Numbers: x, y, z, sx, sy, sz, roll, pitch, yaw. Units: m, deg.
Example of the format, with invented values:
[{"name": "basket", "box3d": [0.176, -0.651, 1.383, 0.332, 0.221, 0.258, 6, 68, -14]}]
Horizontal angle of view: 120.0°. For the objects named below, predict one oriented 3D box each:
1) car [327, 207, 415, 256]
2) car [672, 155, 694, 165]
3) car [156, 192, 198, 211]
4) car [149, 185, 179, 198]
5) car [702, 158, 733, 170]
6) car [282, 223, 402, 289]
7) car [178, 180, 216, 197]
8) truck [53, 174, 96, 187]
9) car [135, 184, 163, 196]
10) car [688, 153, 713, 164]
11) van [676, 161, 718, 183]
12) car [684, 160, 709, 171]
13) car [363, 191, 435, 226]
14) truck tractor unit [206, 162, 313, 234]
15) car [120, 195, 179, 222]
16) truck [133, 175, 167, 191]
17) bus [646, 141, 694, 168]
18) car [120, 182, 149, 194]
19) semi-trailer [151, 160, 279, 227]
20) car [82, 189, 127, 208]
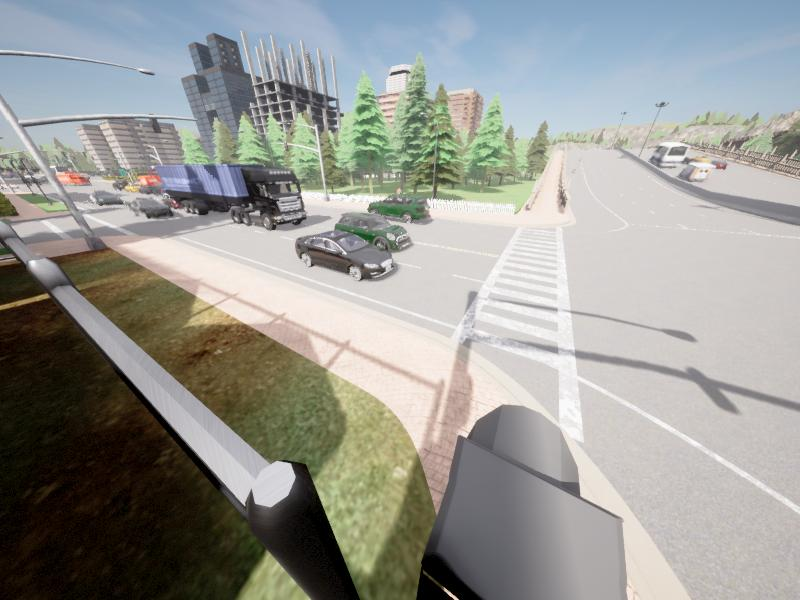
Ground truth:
[{"name": "car", "box3d": [-1.649, -4.057, 13.237, 4.553, 1.767, 2.097, 17, 34, 27]}, {"name": "car", "box3d": [65.657, -32.492, 53.660, 1.816, 1.474, 4.193, 16, 41, 26]}, {"name": "car", "box3d": [-24.625, -10.963, 25.541, 3.806, 1.475, 1.970, 17, 34, 28]}, {"name": "car", "box3d": [-35.779, -16.477, 34.990, 3.705, 1.549, 1.789, 17, 34, 27]}, {"name": "car", "box3d": [65.515, -28.179, 47.799, 2.163, 1.488, 4.792, 16, 41, 26]}, {"name": "car", "box3d": [-2.551, -2.155, 10.227, 4.902, 1.511, 2.128, 17, 34, 27]}, {"name": "car", "box3d": [-31.949, -17.567, 36.387, 5.566, 2.045, 2.150, 17, 34, 27]}, {"name": "truck", "box3d": [-75.444, -27.756, 53.608, 5.204, 2.467, 2.627, 2, 30, 4]}, {"name": "car", "box3d": [-41.167, -18.094, 37.870, 4.193, 1.474, 1.816, 17, 34, 27]}, {"name": "car", "box3d": [69.860, -32.909, 53.732, 1.801, 1.575, 5.366, 16, 41, 26]}, {"name": "van", "box3d": [52.510, -22.830, 41.082, 2.351, 2.431, 6.366, 16, 41, 26]}, {"name": "car", "box3d": [61.465, -27.957, 47.921, 1.816, 1.474, 4.193, 16, 41, 26]}, {"name": "car", "box3d": [-0.156, -7.786, 19.444, 5.566, 2.045, 2.150, 18, 34, 28]}, {"name": "truck tractor unit", "box3d": [-10.323, -7.769, 17.251, 6.516, 4.208, 3.053, 17, 34, 27]}, {"name": "car", "box3d": [-22.561, -8.353, 20.832, 5.238, 1.638, 1.930, 17, 34, 27]}, {"name": "truck", "box3d": [-49.132, -23.022, 45.411, 5.204, 2.467, 2.627, 17, 34, 27]}, {"name": "bus", "box3d": [61.525, -33.528, 53.163, 3.944, 4.253, 10.273, 16, 41, 26]}, {"name": "car", "box3d": [-47.118, -19.966, 41.007, 5.366, 1.575, 1.801, 17, 34, 27]}, {"name": "semi-trailer", "box3d": [-17.030, -9.958, 20.835, 14.254, 4.402, 2.717, 18, 34, 27]}, {"name": "car", "box3d": [-35.501, -12.278, 27.734, 4.974, 1.542, 2.038, 17, 34, 27]}]
